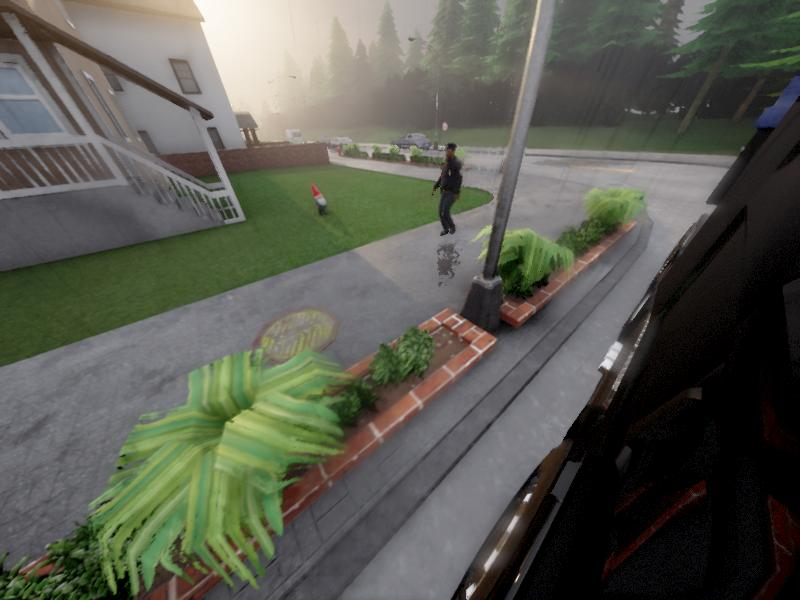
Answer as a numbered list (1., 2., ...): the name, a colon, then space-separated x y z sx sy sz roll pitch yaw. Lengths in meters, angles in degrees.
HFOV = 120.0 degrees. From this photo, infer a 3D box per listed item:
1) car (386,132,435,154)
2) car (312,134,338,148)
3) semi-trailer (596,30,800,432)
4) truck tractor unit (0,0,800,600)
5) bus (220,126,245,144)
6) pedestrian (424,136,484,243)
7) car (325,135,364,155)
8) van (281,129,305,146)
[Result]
1. car: 0.990 -16.246 23.841 2.152 1.651 5.027 -27 43 -28
2. car: -12.136 -25.676 37.236 2.033 1.649 4.856 -26 43 -28
3. semi-trailer: 8.792 -3.548 4.120 14.254 4.402 2.717 -27 43 -29
4. truck tractor unit: 2.645 -0.295 0.351 6.516 4.208 3.053 -28 44 -30
5. bus: -53.921 -53.141 74.314 3.944 4.253 10.273 -27 43 -29
6. pedestrian: 1.059 -2.298 4.881 0.751 1.860 0.751 -25 42 -27
7. car: -6.441 -17.808 26.389 1.930 1.638 5.238 -27 43 -28
8. van: -21.766 -33.025 46.883 1.988 2.561 5.915 -27 43 -29
